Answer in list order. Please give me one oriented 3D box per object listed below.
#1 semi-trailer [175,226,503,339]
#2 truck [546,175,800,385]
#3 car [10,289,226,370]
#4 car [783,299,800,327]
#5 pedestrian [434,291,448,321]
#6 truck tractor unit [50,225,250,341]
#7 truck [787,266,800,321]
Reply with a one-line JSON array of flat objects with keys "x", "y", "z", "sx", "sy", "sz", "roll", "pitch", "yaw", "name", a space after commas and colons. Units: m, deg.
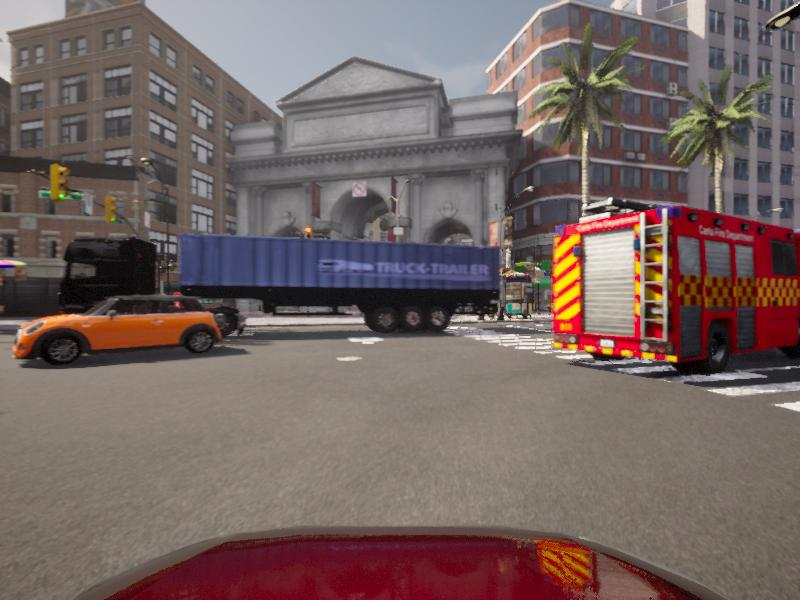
[{"x": -2.246, "y": -0.708, "z": 18.803, "sx": 14.254, "sy": 4.402, "sz": 2.717, "roll": 0, "pitch": 0, "yaw": -15, "name": "semi-trailer"}, {"x": 7.992, "y": -0.370, "z": 10.597, "sx": 8.468, "sy": 3.827, "sz": 2.891, "roll": 0, "pitch": 0, "yaw": -29, "name": "truck"}, {"x": -7.535, "y": 0.640, "z": 11.060, "sx": 4.553, "sy": 1.767, "sz": 2.097, "roll": 0, "pitch": 0, "yaw": -41, "name": "car"}, {"x": 24.134, "y": 0.728, "z": 22.230, "sx": 4.514, "sy": 1.525, "sz": 2.007, "roll": 0, "pitch": 0, "yaw": -14, "name": "car"}, {"x": 2.621, "y": 0.363, "z": 25.674, "sx": 0.751, "sy": 1.860, "sz": 0.751, "roll": 0, "pitch": 0, "yaw": 17, "name": "pedestrian"}, {"x": -9.894, "y": -0.605, "z": 16.766, "sx": 6.516, "sy": 4.208, "sz": 3.053, "roll": 0, "pitch": 0, "yaw": -15, "name": "truck tractor unit"}, {"x": 31.894, "y": -0.445, "z": 27.565, "sx": 8.468, "sy": 3.827, "sz": 2.891, "roll": 0, "pitch": 0, "yaw": -8, "name": "truck"}]
